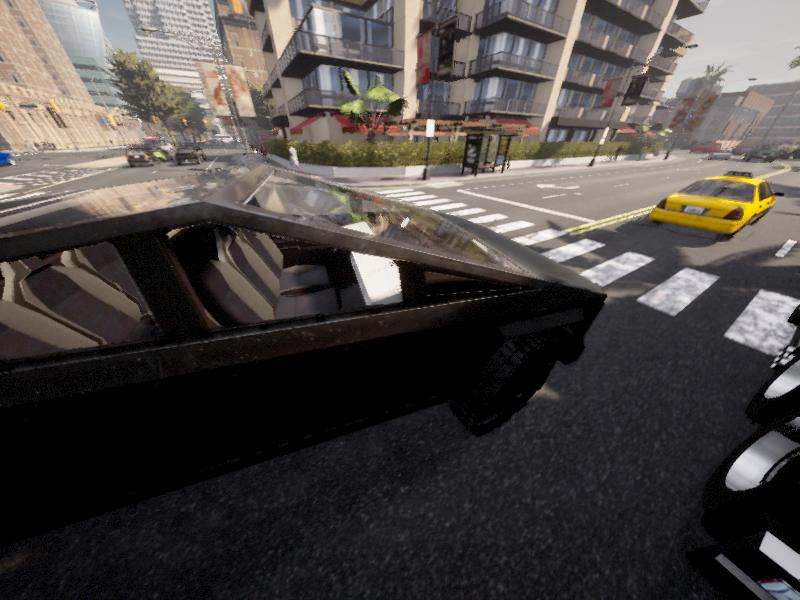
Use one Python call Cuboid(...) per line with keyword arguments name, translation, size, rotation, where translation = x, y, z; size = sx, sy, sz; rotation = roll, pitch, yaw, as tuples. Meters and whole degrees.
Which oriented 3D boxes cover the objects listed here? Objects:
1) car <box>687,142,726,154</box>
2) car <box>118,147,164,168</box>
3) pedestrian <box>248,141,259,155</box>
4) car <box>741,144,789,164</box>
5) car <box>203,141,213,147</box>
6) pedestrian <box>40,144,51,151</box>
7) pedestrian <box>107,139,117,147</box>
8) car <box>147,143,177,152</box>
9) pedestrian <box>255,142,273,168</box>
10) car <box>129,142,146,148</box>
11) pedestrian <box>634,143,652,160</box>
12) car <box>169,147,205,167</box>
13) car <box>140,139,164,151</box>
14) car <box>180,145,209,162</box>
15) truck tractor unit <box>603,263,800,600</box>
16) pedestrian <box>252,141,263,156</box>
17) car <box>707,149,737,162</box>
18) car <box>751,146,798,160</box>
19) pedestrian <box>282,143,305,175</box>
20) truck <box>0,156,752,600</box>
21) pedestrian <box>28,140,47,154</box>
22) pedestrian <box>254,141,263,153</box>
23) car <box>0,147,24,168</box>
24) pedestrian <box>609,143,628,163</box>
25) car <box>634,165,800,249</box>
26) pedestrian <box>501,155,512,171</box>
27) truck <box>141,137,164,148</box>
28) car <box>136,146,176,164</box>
Cuboid(name="car", translation=(68.843, -34.213, 52.014), size=(2.150, 2.045, 5.566), rotation=(8, 35, 10))
Cuboid(name="car", translation=(-24.740, -13.761, 22.218), size=(1.789, 1.549, 3.705), rotation=(-18, 39, -25))
Cuboid(name="pedestrian", translation=(-22.249, -23.068, 35.043), size=(0.751, 1.860, 0.751), rotation=(-10, 36, -14))
Cuboid(name="car", translation=(47.980, -19.390, 30.518), size=(5.566, 2.045, 2.150), rotation=(-28, 44, -35))
Cuboid(name="car", translation=(-65.558, -53.484, 78.986), size=(1.801, 1.575, 5.366), rotation=(-18, 39, -25))
Cuboid(name="pedestrian", translation=(-64.762, -27.848, 42.211), size=(0.500, 1.100, 0.500), rotation=(-19, 39, -26))
Cuboid(name="pedestrian", translation=(-77.467, -42.279, 62.183), size=(0.751, 1.860, 0.751), rotation=(-21, 40, -28))
Cuboid(name="car", translation=(-46.591, -29.975, 45.358), size=(3.633, 1.501, 1.845), rotation=(-19, 39, -25))
Cuboid(name="pedestrian", translation=(-11.798, -12.619, 20.111), size=(0.751, 1.860, 0.751), rotation=(-21, 40, -28))
Cuboid(name="car", translation=(-70.600, -41.703, 62.210), size=(1.895, 1.301, 4.718), rotation=(-18, 39, -25))
Cuboid(name="pedestrian", translation=(31.712, -19.362, 30.185), size=(0.751, 1.860, 0.751), rotation=(-19, 39, -26))
Cuboid(name="car", translation=(-21.971, -14.980, 24.046), size=(1.837, 1.490, 4.892), rotation=(-18, 39, -25))
Cuboid(name="car", translation=(-55.271, -34.678, 51.601), size=(2.150, 2.045, 5.566), rotation=(-18, 39, -25))
Cuboid(name="car", translation=(-25.198, -18.170, 28.506), size=(1.851, 1.617, 3.988), rotation=(-18, 39, -25))
Cuboid(name="truck tractor unit", translation=(5.114, -0.295, 0.796), size=(6.516, 4.208, 3.053), rotation=(-18, 39, -24))
Cuboid(name="pedestrian", translation=(-20.984, -22.348, 34.019), size=(0.751, 1.860, 0.751), rotation=(-19, 39, -25))
Cuboid(name="car", translation=(46.356, -20.939, 33.383), size=(4.718, 1.301, 1.895), rotation=(-29, 44, -35))
Cuboid(name="car", translation=(59.314, -23.436, 36.758), size=(2.242, 1.667, 4.611), rotation=(22, 40, 28))
Cuboid(name="pedestrian", translation=(-7.525, -9.984, 16.360), size=(0.751, 1.860, 0.751), rotation=(23, 41, 29))
Cuboid(name="truck", translation=(-1.436, 0.132, 1.969), size=(6.274, 2.098, 2.390), rotation=(-11, 37, -15))
Cuboid(name="pedestrian", translation=(-60.706, -25.658, 38.699), size=(0.751, 1.860, 0.751), rotation=(-22, 41, -29))
Cuboid(name="pedestrian", translation=(-24.714, -26.736, 40.361), size=(0.751, 1.860, 0.751), rotation=(-18, 39, -24))
Cuboid(name="car", translation=(-36.677, -12.438, 20.226), size=(1.882, 1.535, 5.008), rotation=(-18, 39, -25))
Cuboid(name="pedestrian", translation=(25.331, -17.044, 26.796), size=(0.751, 1.860, 0.751), rotation=(-17, 38, -23))
Cuboid(name="car", translation=(10.133, -3.164, 7.262), size=(5.366, 1.575, 1.801), rotation=(-18, 39, -24))
Cuboid(name="pedestrian", translation=(8.943, -11.505, 19.355), size=(0.500, 1.100, 0.500), rotation=(17, 38, 23))
Cuboid(name="truck", translation=(-68.073, -43.380, 63.621), size=(2.627, 2.467, 5.204), rotation=(-18, 39, -25))
Cuboid(name="car", translation=(-27.884, -16.803, 26.587), size=(2.007, 1.525, 4.514), rotation=(-18, 39, -25))
